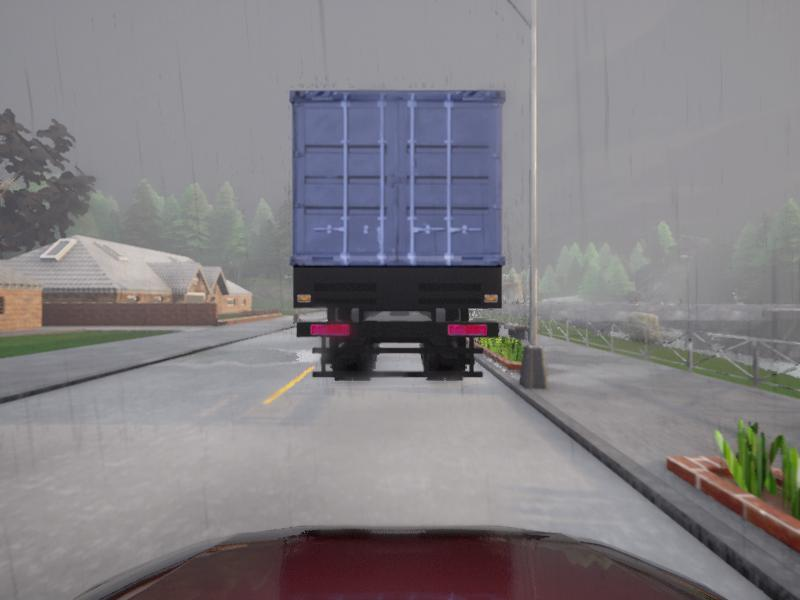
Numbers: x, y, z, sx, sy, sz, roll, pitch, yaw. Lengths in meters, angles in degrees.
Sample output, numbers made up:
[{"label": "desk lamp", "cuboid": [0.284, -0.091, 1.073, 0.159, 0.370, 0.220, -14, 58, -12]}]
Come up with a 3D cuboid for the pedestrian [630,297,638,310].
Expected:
[{"label": "pedestrian", "cuboid": [34.216, 0.532, 58.533, 0.751, 1.860, 0.751, 0, 0, -1]}]

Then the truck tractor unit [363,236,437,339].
[{"label": "truck tractor unit", "cuboid": [0.000, -0.526, 19.702, 3.053, 4.208, 6.516, 0, 0, 0]}]

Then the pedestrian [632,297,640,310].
[{"label": "pedestrian", "cuboid": [34.119, 0.532, 57.895, 0.751, 1.860, 0.751, 0, 0, -4]}]

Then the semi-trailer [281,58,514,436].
[{"label": "semi-trailer", "cuboid": [-0.014, -0.620, 11.786, 2.717, 4.402, 14.254, 0, 0, 0]}]
